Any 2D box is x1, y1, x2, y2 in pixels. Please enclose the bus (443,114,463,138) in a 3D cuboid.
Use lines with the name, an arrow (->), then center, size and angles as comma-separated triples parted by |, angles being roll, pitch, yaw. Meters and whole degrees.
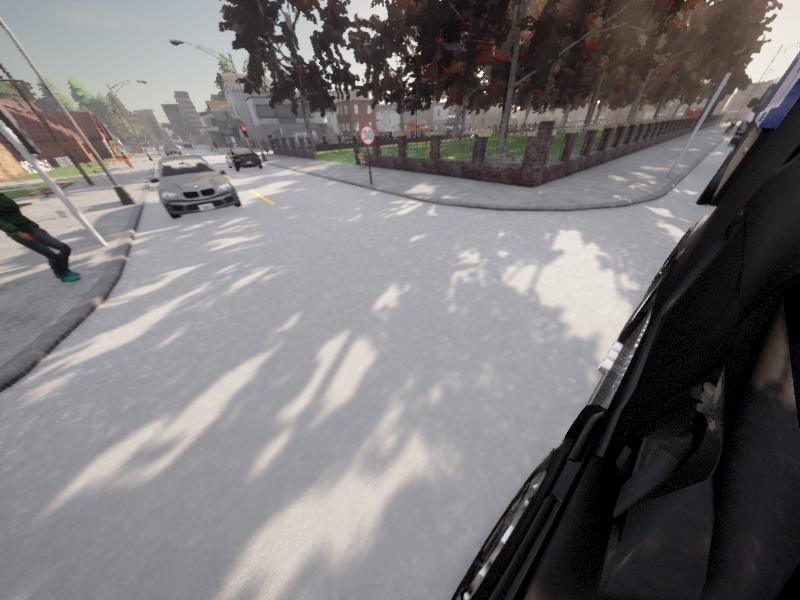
bus -> 13.327, -43.414, 57.673 | 3.944, 4.253, 10.273 | 6, 38, 10

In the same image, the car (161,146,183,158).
car -> -36.749, -23.976, 37.247 | 1.994, 1.385, 4.181 | -28, 43, -30

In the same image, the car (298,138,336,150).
car -> -13.592, -25.858, 38.224 | 5.357, 1.411, 2.033 | -27, 43, -29

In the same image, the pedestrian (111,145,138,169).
pedestrian -> -25.624, -13.300, 21.506 | 0.751, 1.860, 0.751 | -27, 43, -29

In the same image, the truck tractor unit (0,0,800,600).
truck tractor unit -> 2.645, -0.295, 0.351 | 6.516, 4.208, 3.053 | -28, 44, -30

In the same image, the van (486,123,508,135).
van -> 26.950, -47.621, 64.233 | 6.366, 2.431, 2.351 | -28, 43, -30

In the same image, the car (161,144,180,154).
car -> -45.511, -29.935, 45.757 | 2.163, 1.488, 4.792 | -28, 43, -30

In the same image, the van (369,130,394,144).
van -> -3.521, -31.212, 44.267 | 4.442, 1.987, 1.775 | -30, 44, -31

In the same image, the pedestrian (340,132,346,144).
pedestrian -> -11.919, -33.738, 48.115 | 0.751, 1.860, 0.751 | -22, 41, -24

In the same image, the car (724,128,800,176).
car -> 17.765, -7.193, 11.014 | 5.357, 1.411, 2.033 | -28, 43, -30

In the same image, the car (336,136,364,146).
car -> -9.661, -30.827, 44.735 | 4.718, 1.301, 1.895 | -27, 43, -29

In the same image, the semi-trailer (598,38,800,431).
semi-trailer -> 8.693, -3.603, 4.242 | 14.254, 4.402, 2.717 | -28, 43, -30

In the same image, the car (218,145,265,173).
car -> -12.848, -11.464, 18.674 | 1.882, 1.535, 5.008 | -28, 43, -30

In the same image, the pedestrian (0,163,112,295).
pedestrian -> -6.171, -1.121, 3.804 | 0.751, 1.860, 0.751 | -13, 38, -14

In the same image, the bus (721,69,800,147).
bus -> 30.922, -15.285, 18.648 | 10.273, 4.253, 3.944 | -27, 43, -30

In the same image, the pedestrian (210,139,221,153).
pedestrian -> -31.375, -26.233, 39.323 | 0.751, 1.860, 0.751 | -21, 40, -23

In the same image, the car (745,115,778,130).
car -> 53.059, -26.115, 33.942 | 5.238, 1.638, 1.930 | -28, 44, -30

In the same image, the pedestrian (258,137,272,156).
pedestrian -> -16.575, -18.847, 28.377 | 0.751, 1.860, 0.751 | -28, 44, -30

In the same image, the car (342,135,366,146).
car -> -8.160, -28.615, 41.461 | 3.633, 1.501, 1.845 | -29, 44, -31

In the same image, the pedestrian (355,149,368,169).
pedestrian -> -2.550, -9.301, 15.231 | 0.500, 1.100, 0.500 | -28, 44, -30

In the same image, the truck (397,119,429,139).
truck -> 3.270, -43.527, 58.853 | 2.891, 3.827, 8.468 | -29, 44, -31

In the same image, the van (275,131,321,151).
van -> -17.334, -27.307, 39.556 | 6.366, 2.431, 2.351 | -28, 43, -30

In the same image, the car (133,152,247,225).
car -> -8.012, -4.558, 8.943 | 2.242, 1.667, 4.611 | -28, 43, -29
